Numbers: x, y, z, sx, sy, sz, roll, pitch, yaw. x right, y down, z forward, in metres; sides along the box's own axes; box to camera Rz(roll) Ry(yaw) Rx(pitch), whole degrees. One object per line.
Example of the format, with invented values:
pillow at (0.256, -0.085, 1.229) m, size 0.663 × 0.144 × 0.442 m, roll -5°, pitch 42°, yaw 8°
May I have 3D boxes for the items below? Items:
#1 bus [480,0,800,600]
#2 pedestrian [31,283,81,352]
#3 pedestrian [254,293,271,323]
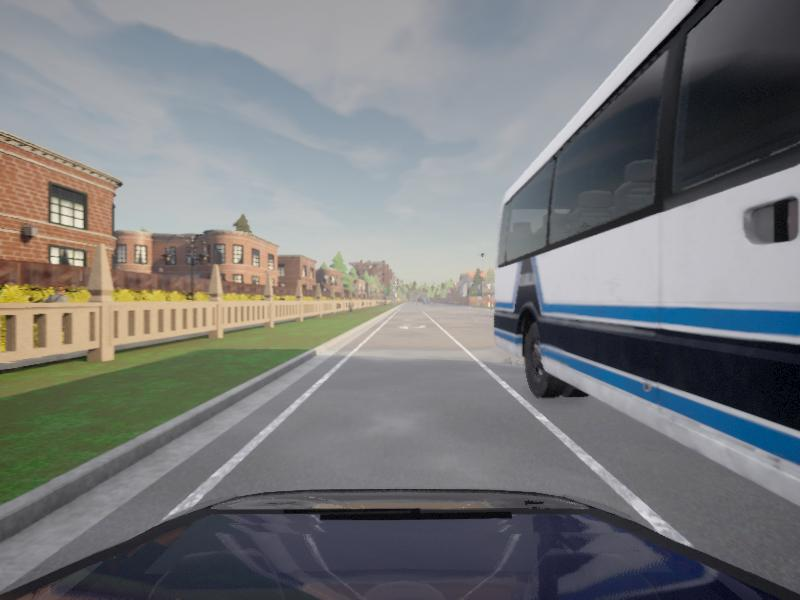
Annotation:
bus at (3.750, -0.535, 4.293) m, size 3.944 × 4.253 × 10.273 m, roll 0°, pitch 0°, yaw 1°
pedestrian at (-9.586, 0.482, 11.184) m, size 0.751 × 1.860 × 0.751 m, roll 0°, pitch 0°, yaw 2°
pedestrian at (-8.567, 0.480, 24.972) m, size 0.751 × 1.860 × 0.751 m, roll 0°, pitch 0°, yaw 1°
